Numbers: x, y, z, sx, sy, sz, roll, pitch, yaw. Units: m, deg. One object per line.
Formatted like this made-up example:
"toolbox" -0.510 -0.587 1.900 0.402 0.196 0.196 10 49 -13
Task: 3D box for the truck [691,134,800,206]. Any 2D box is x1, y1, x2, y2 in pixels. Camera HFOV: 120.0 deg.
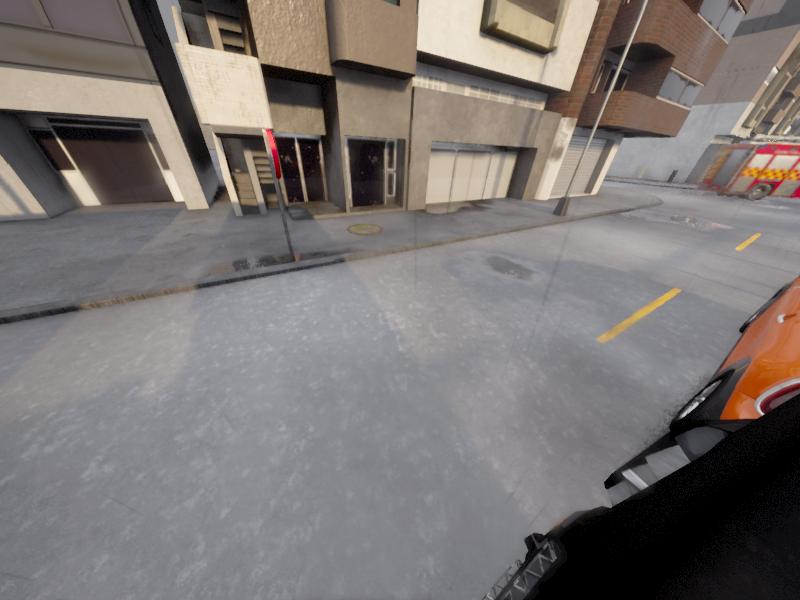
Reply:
"truck" 27.611 -8.761 15.782 8.468 3.827 2.891 12 35 14

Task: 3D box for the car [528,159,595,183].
"car" 16.448 -13.378 23.869 2.152 1.651 5.027 -15 38 -25

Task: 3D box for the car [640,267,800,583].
"car" 4.629 0.594 1.780 4.553 1.767 2.097 -16 38 -26
